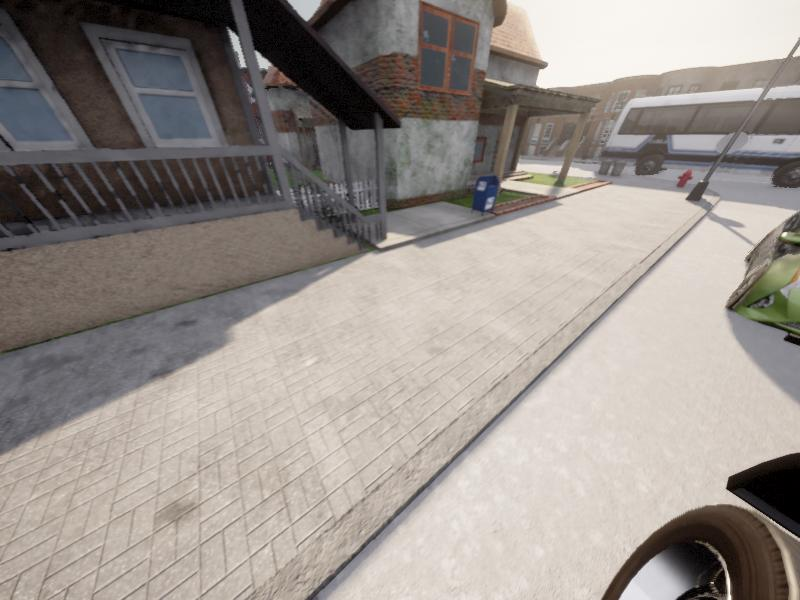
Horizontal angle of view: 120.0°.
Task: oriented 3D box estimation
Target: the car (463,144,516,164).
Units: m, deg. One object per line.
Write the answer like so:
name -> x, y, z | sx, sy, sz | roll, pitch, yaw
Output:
car -> 9.427, -15.692, 24.750 | 1.837, 1.490, 4.892 | -23, 42, -29

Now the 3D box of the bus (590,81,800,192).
bus -> 18.831, -9.566, 13.624 | 3.944, 4.253, 10.273 | -23, 42, -29

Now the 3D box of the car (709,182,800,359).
car -> 6.872, -0.563, 3.327 | 4.514, 1.525, 2.007 | -23, 41, -29
